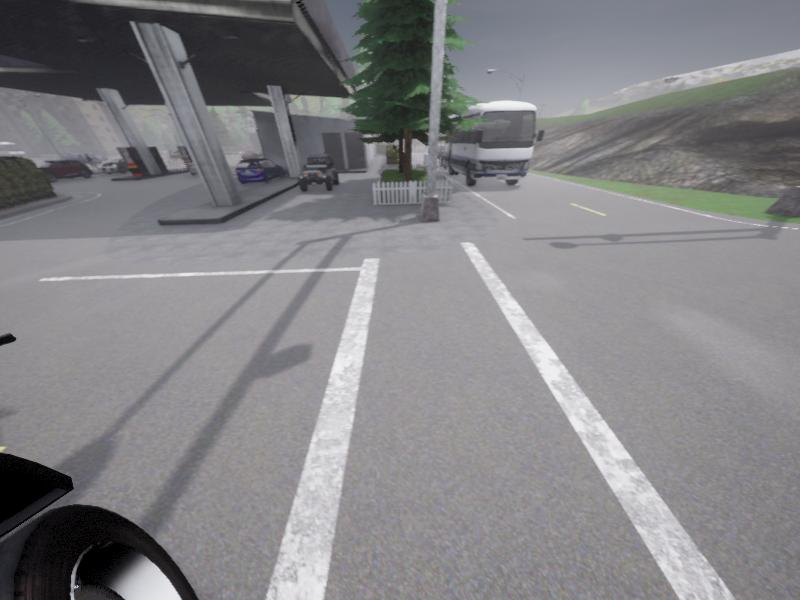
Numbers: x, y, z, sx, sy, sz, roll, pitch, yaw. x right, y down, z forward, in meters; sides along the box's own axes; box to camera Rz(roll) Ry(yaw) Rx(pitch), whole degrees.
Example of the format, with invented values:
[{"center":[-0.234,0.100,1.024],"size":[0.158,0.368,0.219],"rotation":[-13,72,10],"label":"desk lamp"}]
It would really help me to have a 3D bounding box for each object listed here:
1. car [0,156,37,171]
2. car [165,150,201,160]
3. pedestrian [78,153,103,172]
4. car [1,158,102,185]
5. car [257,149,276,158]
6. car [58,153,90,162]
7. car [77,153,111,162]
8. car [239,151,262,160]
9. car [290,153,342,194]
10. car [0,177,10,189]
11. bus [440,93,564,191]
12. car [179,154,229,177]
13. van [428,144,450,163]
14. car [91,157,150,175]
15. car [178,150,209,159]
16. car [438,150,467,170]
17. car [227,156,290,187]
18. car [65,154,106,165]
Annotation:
[{"center":[-52.778,-18.208,30.886],"size":[4.514,1.523,2.007],"rotation":[-2,35,-1],"label":"car"},{"center":[-45.925,-30.824,49.062],"size":[5.027,1.636,2.152],"rotation":[-2,35,-1],"label":"car"},{"center":[-36.341,-16.203,27.159],"size":[0.751,1.860,0.751],"rotation":[-2,35,-1],"label":"pedestrian"},{"center":[-31.867,-12.026,21.457],"size":[2.033,1.649,4.856],"rotation":[-2,34,-1],"label":"car"},{"center":[-29.576,-32.568,51.384],"size":[1.816,1.474,4.193],"rotation":[-2,35,-1],"label":"car"},{"center":[-72.109,-31.581,51.092],"size":[3.633,1.501,1.845],"rotation":[-2,35,-1],"label":"car"},{"center":[-64.578,-30.164,48.805],"size":[3.806,1.475,1.970],"rotation":[-2,35,-1],"label":"car"},{"center":[-29.331,-28.472,45.515],"size":[1.994,1.385,4.181],"rotation":[-2,35,-1],"label":"car"},{"center":[-5.194,-8.280,14.928],"size":[1.905,1.878,3.866],"rotation":[-2,35,-1],"label":"car"},{"center":[-31.655,-8.483,16.067],"size":[1.905,1.878,3.866],"rotation":[-2,34,-1],"label":"car"},{"center":[5.851,-11.102,16.570],"size":[3.944,4.253,10.273],"rotation":[-2,35,-1],"label":"bus"},{"center":[-20.056,-14.053,23.982],"size":[2.242,1.667,4.611],"rotation":[-10,36,-13],"label":"car"},{"center":[5.245,-20.041,31.536],"size":[2.069,2.038,4.480],"rotation":[-2,35,-1],"label":"van"},{"center":[-32.077,-15.542,26.709],"size":[1.970,1.475,3.806],"rotation":[-2,35,-1],"label":"car"},{"center":[-46.100,-32.589,51.650],"size":[4.514,1.523,2.007],"rotation":[-2,35,-1],"label":"car"},{"center":[5.494,-15.139,24.856],"size":[2.007,1.525,4.514],"rotation":[-2,35,-1],"label":"car"},{"center":[-11.017,-10.384,18.472],"size":[2.242,1.667,4.611],"rotation":[-2,35,-1],"label":"car"},{"center":[-53.127,-23.845,39.131],"size":[3.633,1.501,1.845],"rotation":[-2,35,-1],"label":"car"}]
